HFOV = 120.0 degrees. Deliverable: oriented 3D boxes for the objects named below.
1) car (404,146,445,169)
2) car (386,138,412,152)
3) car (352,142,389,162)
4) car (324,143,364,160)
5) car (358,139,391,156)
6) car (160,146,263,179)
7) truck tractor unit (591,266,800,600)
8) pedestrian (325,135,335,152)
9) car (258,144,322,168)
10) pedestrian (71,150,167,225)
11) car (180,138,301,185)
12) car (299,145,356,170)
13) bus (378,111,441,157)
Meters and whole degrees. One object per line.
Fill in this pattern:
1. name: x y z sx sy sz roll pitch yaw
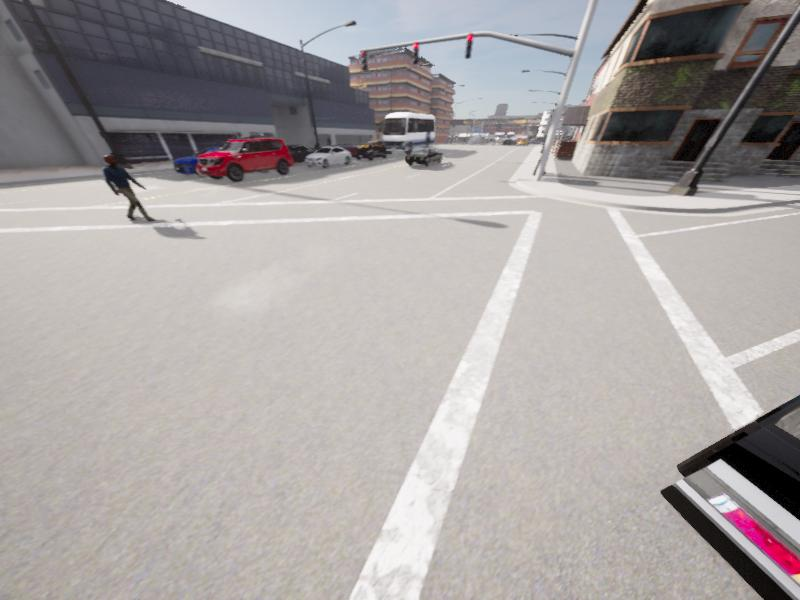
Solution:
1. car: 2.299 -12.734 20.528 1.895 1.301 4.718 17 39 22
2. car: -0.086 -23.649 35.134 1.812 1.442 4.674 17 40 22
3. car: -2.974 -15.784 24.536 1.816 1.474 4.193 17 40 22
4. car: -6.105 -16.651 25.805 1.994 1.385 4.181 18 40 23
5. car: -3.190 -20.080 30.294 1.882 1.535 5.008 17 40 22
6. car: -12.487 -9.555 15.817 1.882 1.535 5.008 17 39 22
7. truck tractor unit: 5.275 -0.089 0.485 6.516 4.208 3.053 -11 37 -15
8. pedestrian: -9.365 -21.004 31.002 0.751 1.860 0.751 6 36 7
9. car: -9.495 -12.872 20.518 1.837 1.490 4.892 17 39 22
10. pedestrian: -7.975 -3.224 6.694 0.751 1.860 0.751 2 35 2
11. car: -9.361 -8.819 14.381 2.150 2.045 5.566 17 39 22
12. car: -6.000 -12.336 19.836 1.812 1.442 4.674 17 39 22
13. bus: 1.576 -21.982 30.544 3.944 4.253 10.273 17 40 22
